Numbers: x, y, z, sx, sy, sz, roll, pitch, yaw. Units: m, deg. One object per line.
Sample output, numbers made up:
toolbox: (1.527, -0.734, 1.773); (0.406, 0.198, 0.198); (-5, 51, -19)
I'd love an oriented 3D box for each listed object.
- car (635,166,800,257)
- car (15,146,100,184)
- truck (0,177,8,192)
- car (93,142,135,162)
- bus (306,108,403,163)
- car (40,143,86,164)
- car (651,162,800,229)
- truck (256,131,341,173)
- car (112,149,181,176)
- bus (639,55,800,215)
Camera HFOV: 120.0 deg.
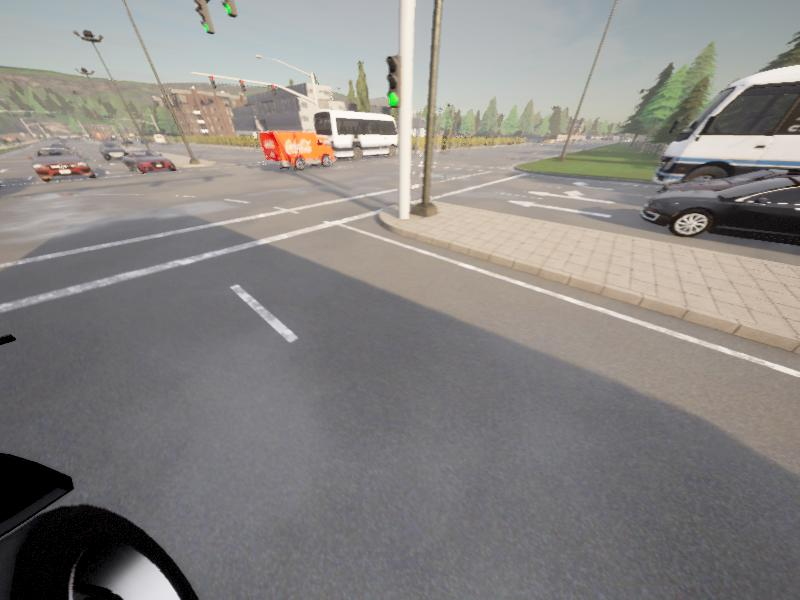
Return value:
car: (9.367, -2.153, 5.635); (4.892, 1.490, 1.837); (26, 43, 32)
car: (-21.211, -8.575, 14.479); (5.027, 1.651, 2.152); (26, 43, 32)
truck: (-19.684, -5.350, 9.537); (6.274, 2.098, 2.390); (26, 43, 32)
car: (-31.053, -16.110, 25.041); (4.856, 1.649, 2.033); (26, 43, 32)
bus: (-4.442, -18.503, 26.208); (3.944, 4.253, 10.273); (25, 43, 31)
car: (-34.771, -15.244, 23.900); (4.974, 1.542, 2.038); (26, 43, 32)
car: (12.156, -3.399, 7.478); (5.357, 1.411, 2.033); (26, 43, 32)
truck: (-7.820, -11.905, 18.462); (2.627, 2.467, 5.204); (23, 42, 29)
car: (-18.635, -10.212, 17.004); (4.181, 1.385, 1.994); (20, 40, 25)
bus: (15.929, -5.269, 7.652); (10.273, 4.253, 3.944); (26, 43, 32)
